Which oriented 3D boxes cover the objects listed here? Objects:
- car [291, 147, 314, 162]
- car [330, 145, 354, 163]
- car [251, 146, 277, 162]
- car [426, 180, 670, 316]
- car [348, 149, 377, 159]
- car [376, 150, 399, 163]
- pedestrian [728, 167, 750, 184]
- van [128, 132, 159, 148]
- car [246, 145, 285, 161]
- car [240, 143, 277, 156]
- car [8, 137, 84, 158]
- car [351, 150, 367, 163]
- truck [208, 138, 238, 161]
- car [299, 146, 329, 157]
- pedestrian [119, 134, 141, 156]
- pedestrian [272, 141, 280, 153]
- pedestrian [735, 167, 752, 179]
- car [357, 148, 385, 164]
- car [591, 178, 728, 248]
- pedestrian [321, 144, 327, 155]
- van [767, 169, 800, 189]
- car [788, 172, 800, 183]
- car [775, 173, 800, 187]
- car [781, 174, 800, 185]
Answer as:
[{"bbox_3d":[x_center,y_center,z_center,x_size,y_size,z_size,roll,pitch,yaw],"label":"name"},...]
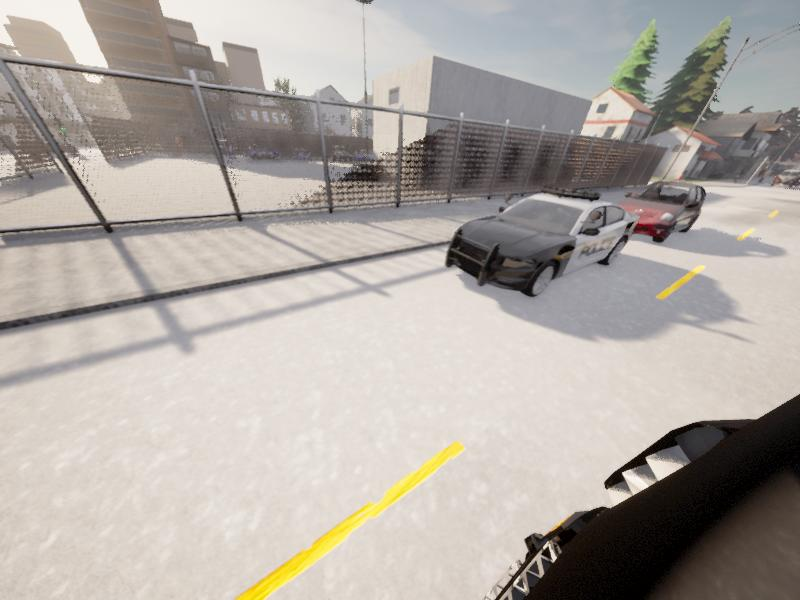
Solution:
[{"bbox_3d":[-12.973,-19.453,30.781,1.845,1.501,3.633,-17,38,-27],"label":"car"},{"bbox_3d":[-8.116,-20.446,32.363,1.905,1.878,3.866,-17,38,-27],"label":"car"},{"bbox_3d":[-16.755,-18.005,28.401,2.033,1.415,5.357,-17,38,-27],"label":"car"},{"bbox_3d":[3.337,-1.574,5.135,5.238,1.638,1.930,-17,38,-28],"label":"car"},{"bbox_3d":[-7.086,-27.642,43.762,4.902,1.511,2.128,-16,38,-27],"label":"car"},{"bbox_3d":[-2.007,-22.445,36.188,1.816,1.474,4.193,-17,38,-27],"label":"car"},{"bbox_3d":[45.116,-16.597,30.757,0.751,1.860,0.751,-10,36,-19],"label":"pedestrian"},{"bbox_3d":[-51.912,-32.455,46.968,2.351,2.431,6.366,-17,38,-27],"label":"van"},{"bbox_3d":[-16.475,-18.044,28.353,3.705,1.547,1.789,-17,38,-27],"label":"car"},{"bbox_3d":[-23.722,-25.309,38.898,4.902,1.511,2.128,-17,39,-28],"label":"car"},{"bbox_3d":[-33.233,-14.532,21.967,2.033,1.411,5.357,-17,38,-27],"label":"car"},{"bbox_3d":[-5.832,-20.400,32.856,1.481,1.379,2.207,-17,38,-27],"label":"car"},{"bbox_3d":[-20.207,-17.334,26.544,2.069,2.038,4.478,-17,38,-27],"label":"truck"},{"bbox_3d":[-15.947,-27.606,43.006,4.892,1.490,1.837,-17,39,-28],"label":"car"},{"bbox_3d":[-29.038,-16.671,24.881,0.751,1.860,0.751,-12,36,-22],"label":"pedestrian"},{"bbox_3d":[-23.828,-29.317,44.390,0.751,1.860,0.751,-17,38,-27],"label":"pedestrian"},{"bbox_3d":[60.069,-22.171,40.377,0.751,1.860,0.751,-16,38,-26],"label":"pedestrian"},{"bbox_3d":[-4.327,-21.330,34.194,2.242,1.667,4.611,-17,38,-27],"label":"car"},{"bbox_3d":[9.090,-3.231,8.132,3.988,1.617,1.851,-17,38,-27],"label":"car"},{"bbox_3d":[-15.199,-29.937,46.023,0.751,1.860,0.751,5,34,3],"label":"pedestrian"},{"bbox_3d":[49.741,-15.554,29.675,4.442,1.987,1.775,-17,38,-27],"label":"van"},{"bbox_3d":[75.708,-23.118,43.600,3.633,1.501,1.845,-17,38,-27],"label":"car"},{"bbox_3d":[58.770,-18.062,34.606,4.514,1.525,2.007,-17,38,-27],"label":"car"},{"bbox_3d":[66.061,-20.165,38.512,4.181,1.385,1.994,-17,38,-27],"label":"car"}]
